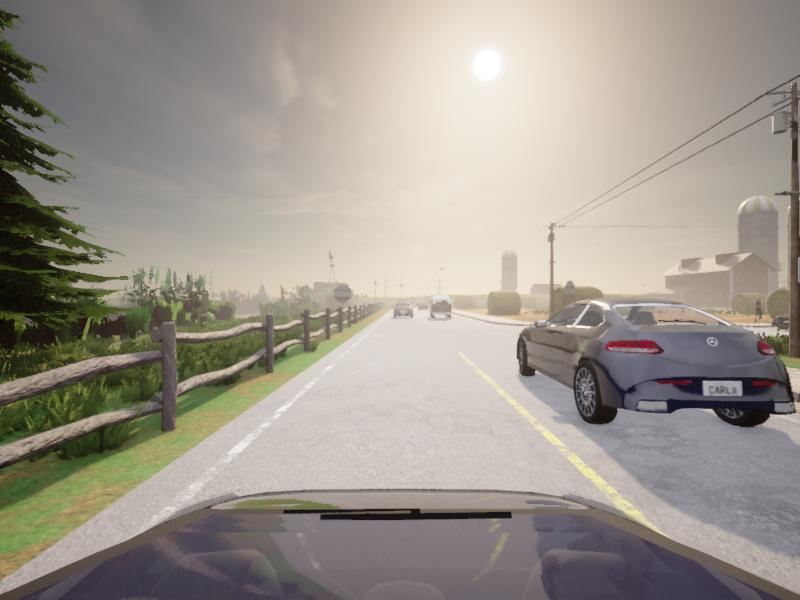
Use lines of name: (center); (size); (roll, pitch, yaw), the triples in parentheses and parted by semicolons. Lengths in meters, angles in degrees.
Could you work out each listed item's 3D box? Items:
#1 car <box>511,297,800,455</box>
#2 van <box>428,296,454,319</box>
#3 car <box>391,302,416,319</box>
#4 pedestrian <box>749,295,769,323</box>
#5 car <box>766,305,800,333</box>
car: (3.545, 0.801, 6.739); (2.152, 1.651, 5.027); (0, 0, 3)
van: (3.853, 0.676, 38.507); (2.069, 2.038, 4.480); (0, 0, 0)
car: (0.319, 0.936, 37.243); (2.128, 1.511, 4.902); (0, 0, 0)
pedestrian: (24.523, 0.590, 27.332); (0.751, 1.860, 0.751); (0, 0, -12)
car: (22.896, 1.001, 21.760); (4.181, 1.385, 1.994); (0, 0, -2)
